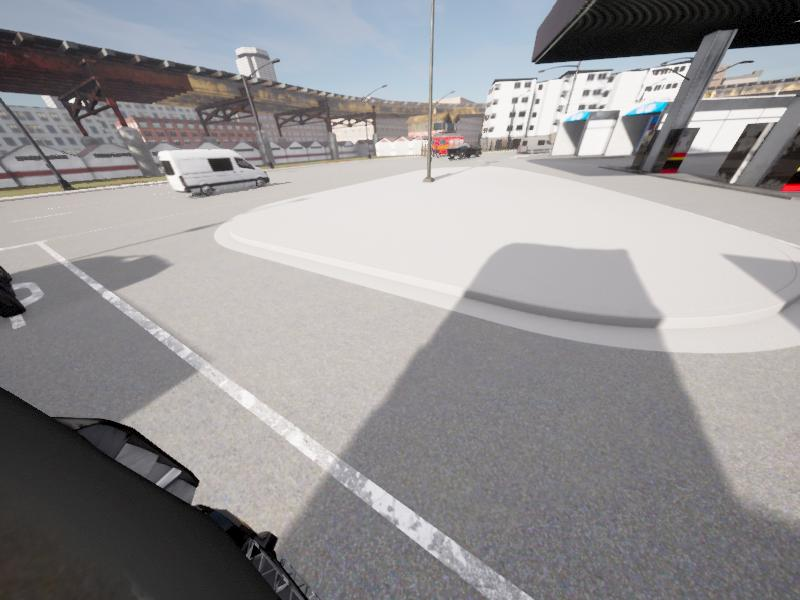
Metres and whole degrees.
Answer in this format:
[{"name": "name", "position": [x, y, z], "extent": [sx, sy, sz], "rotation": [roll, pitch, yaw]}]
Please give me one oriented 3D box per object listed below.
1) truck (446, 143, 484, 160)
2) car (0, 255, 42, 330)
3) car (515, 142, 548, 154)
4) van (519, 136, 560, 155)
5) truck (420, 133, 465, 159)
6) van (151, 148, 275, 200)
[{"name": "truck", "position": [10.647, -24.206, 37.673], "extent": [6.274, 2.098, 2.390], "rotation": [-25, 39, -30]}, {"name": "car", "position": [-8.237, -0.361, 3.743], "extent": [3.633, 1.501, 1.845], "rotation": [17, 38, 27]}, {"name": "car", "position": [25.468, -29.440, 44.844], "extent": [5.027, 1.651, 2.152], "rotation": [-6, 34, -5]}, {"name": "van", "position": [24.997, -27.819, 41.609], "extent": [5.915, 2.561, 1.988], "rotation": [-7, 34, -6]}, {"name": "truck", "position": [8.519, -30.919, 46.387], "extent": [8.468, 3.827, 2.891], "rotation": [-17, 36, -20]}, {"name": "van", "position": [-12.390, -8.935, 16.063], "extent": [1.988, 2.561, 5.915], "rotation": [17, 38, 27]}]
